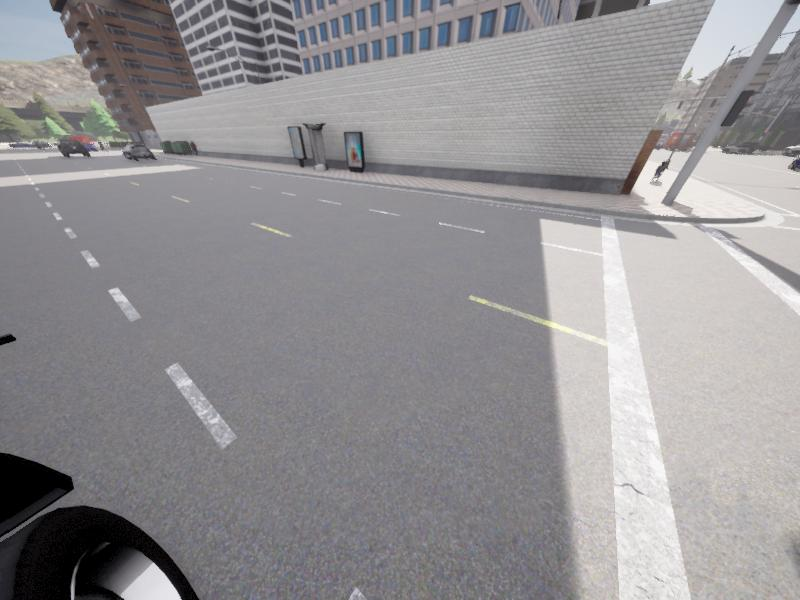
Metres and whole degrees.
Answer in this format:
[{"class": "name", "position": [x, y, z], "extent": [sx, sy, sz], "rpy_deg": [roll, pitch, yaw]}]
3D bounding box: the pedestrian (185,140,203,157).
[{"class": "pedestrian", "position": [-26.262, -19.356, 29.510], "extent": [0.751, 1.860, 0.751], "rpy_deg": [9, 36, 12]}]

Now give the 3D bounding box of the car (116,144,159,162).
[{"class": "car", "position": [-30.993, -17.437, 27.271], "extent": [4.856, 1.649, 2.033], "rpy_deg": [22, 41, 28]}]

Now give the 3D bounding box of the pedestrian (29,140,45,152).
[{"class": "pedestrian", "position": [-69.347, -29.530, 44.186], "extent": [0.751, 1.860, 0.751], "rpy_deg": [18, 39, 23]}]

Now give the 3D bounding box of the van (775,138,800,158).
[{"class": "van", "position": [61.772, -22.274, 33.823], "extent": [6.366, 2.431, 2.351], "rpy_deg": [21, 40, 27]}]

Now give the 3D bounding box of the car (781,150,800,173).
[{"class": "car", "position": [34.540, -11.245, 18.822], "extent": [2.007, 1.525, 4.514], "rpy_deg": [22, 41, 28]}]

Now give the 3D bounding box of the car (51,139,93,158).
[{"class": "car", "position": [-45.133, -20.875, 31.765], "extent": [5.566, 2.045, 2.150], "rpy_deg": [22, 41, 28]}]

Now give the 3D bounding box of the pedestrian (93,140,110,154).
[{"class": "pedestrian", "position": [-49.610, -25.394, 38.399], "extent": [0.751, 1.860, 0.751], "rpy_deg": [-19, 39, -25]}]

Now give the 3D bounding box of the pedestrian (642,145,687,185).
[{"class": "pedestrian", "position": [14.477, -7.423, 12.721], "extent": [0.751, 1.860, 0.751], "rpy_deg": [19, 39, 24]}]
